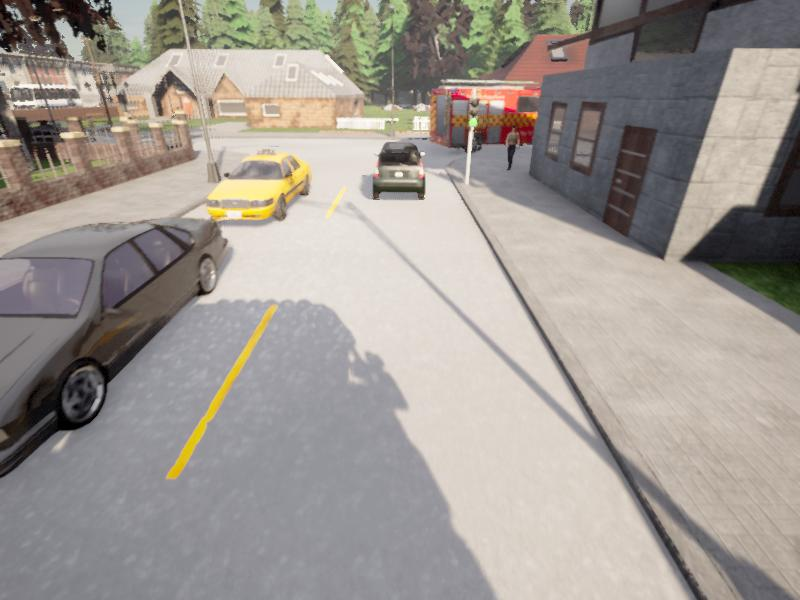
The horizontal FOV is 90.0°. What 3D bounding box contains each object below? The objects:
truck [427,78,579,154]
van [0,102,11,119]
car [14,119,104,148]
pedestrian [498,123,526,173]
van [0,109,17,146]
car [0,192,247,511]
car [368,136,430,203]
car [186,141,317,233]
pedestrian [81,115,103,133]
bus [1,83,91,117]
[{"bbox_3d":[6.187,-11.344,24.630,8.468,3.827,2.891,-9,28,-18],"label":"truck"},{"bbox_3d":[-53.297,-24.310,51.484,1.775,1.987,4.442,0,27,0],"label":"van"},{"bbox_3d":[-21.040,-10.365,24.830,3.633,1.501,1.845,0,27,0],"label":"car"},{"bbox_3d":[4.719,-6.415,16.863,0.751,1.860,0.751,13,30,23],"label":"pedestrian"},{"bbox_3d":[-27.248,-10.634,24.703,4.480,2.038,2.069,0,27,0],"label":"van"},{"bbox_3d":[-4.060,-0.132,5.305,2.033,1.411,5.357,0,27,-1],"label":"car"},{"bbox_3d":[-0.018,-4.682,13.993,1.851,1.617,3.988,0,27,0],"label":"car"},{"bbox_3d":[-3.929,-3.575,11.807,1.801,1.575,5.366,1,27,0],"label":"car"},{"bbox_3d":[-24.755,-14.186,32.185,0.751,1.300,0.751,7,28,13],"label":"pedestrian"},{"bbox_3d":[-53.141,-30.342,60.746,3.944,4.253,10.273,0,27,0],"label":"bus"}]
